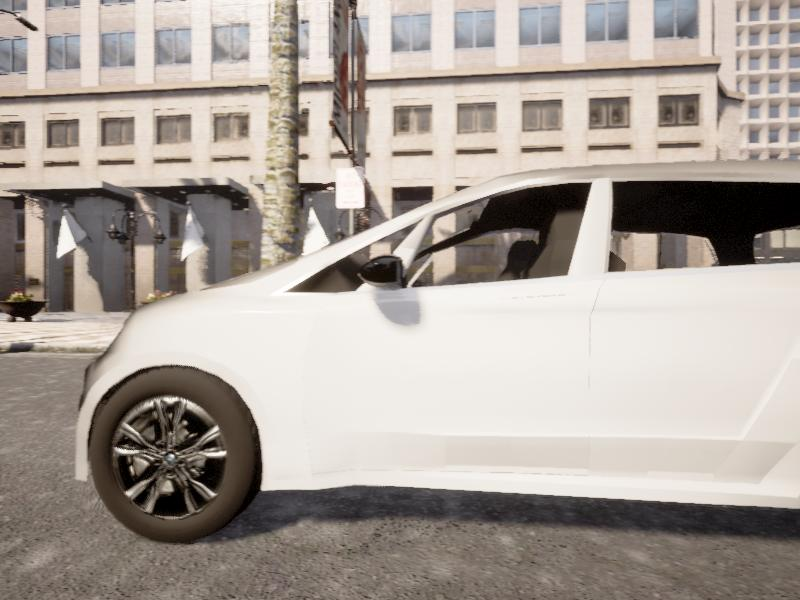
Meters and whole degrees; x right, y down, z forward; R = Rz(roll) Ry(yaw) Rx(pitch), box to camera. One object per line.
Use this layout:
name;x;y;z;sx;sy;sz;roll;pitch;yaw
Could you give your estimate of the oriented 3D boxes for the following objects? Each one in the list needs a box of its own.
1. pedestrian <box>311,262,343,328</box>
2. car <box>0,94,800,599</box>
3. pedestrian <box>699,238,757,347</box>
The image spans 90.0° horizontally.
pedestrian;-2.122;-0.139;11.662;0.751;1.860;0.751;0;0;3
car;0.668;0.151;2.511;4.611;1.667;2.242;0;0;5
pedestrian;6.043;-0.126;7.369;0.751;1.860;0.751;0;0;45
